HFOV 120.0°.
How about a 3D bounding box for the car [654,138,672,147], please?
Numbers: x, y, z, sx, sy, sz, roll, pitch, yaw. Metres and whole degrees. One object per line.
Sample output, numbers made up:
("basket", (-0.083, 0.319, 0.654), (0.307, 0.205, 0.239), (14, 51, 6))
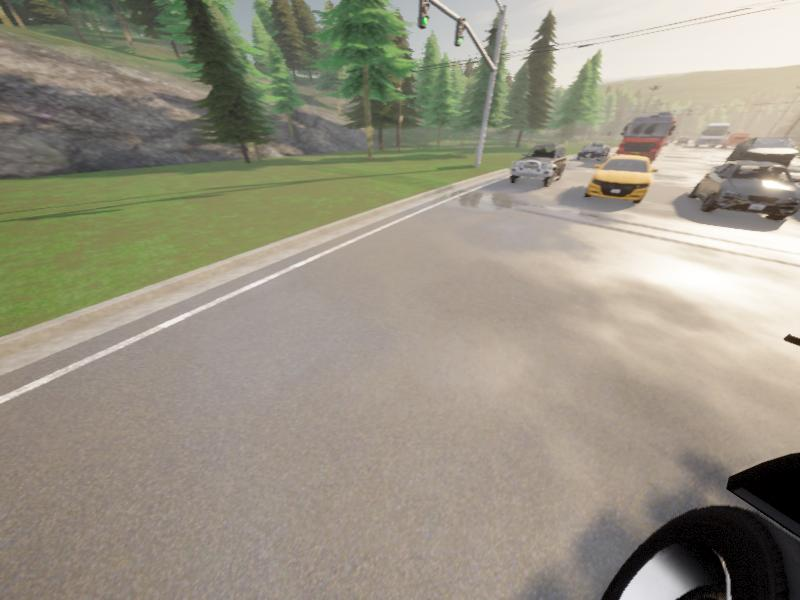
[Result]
("car", (62.220, -37.242, 54.699), (2.152, 1.651, 5.027), (30, 45, 35))

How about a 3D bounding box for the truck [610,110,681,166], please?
("truck", (23.885, -15.654, 22.407), (2.891, 3.827, 8.468), (30, 45, 35))

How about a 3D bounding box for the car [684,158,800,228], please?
("car", (12.269, -4.042, 8.252), (1.816, 1.474, 4.193), (25, 43, 30))

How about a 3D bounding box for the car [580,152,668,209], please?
("car", (9.668, -5.461, 10.144), (1.882, 1.535, 5.008), (25, 42, 30))

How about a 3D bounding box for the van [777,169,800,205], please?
("van", (16.796, -4.287, 8.141), (2.069, 2.038, 4.480), (26, 43, 31))

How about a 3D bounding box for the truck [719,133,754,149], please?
("truck", (66.508, -31.480, 45.782), (2.627, 2.467, 5.204), (30, 45, 35))

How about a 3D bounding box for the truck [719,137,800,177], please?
("truck", (26.900, -10.896, 17.315), (2.390, 2.098, 6.274), (30, 45, 34))

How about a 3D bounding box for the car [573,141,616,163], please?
("car", (20.509, -15.683, 24.305), (2.152, 1.651, 5.027), (30, 45, 35))

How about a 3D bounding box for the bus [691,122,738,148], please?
("bus", (67.636, -35.682, 50.083), (3.944, 4.253, 10.273), (30, 45, 35))

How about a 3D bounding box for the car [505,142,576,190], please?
("car", (7.742, -7.478, 12.638), (1.932, 1.855, 4.605), (25, 42, 30))
